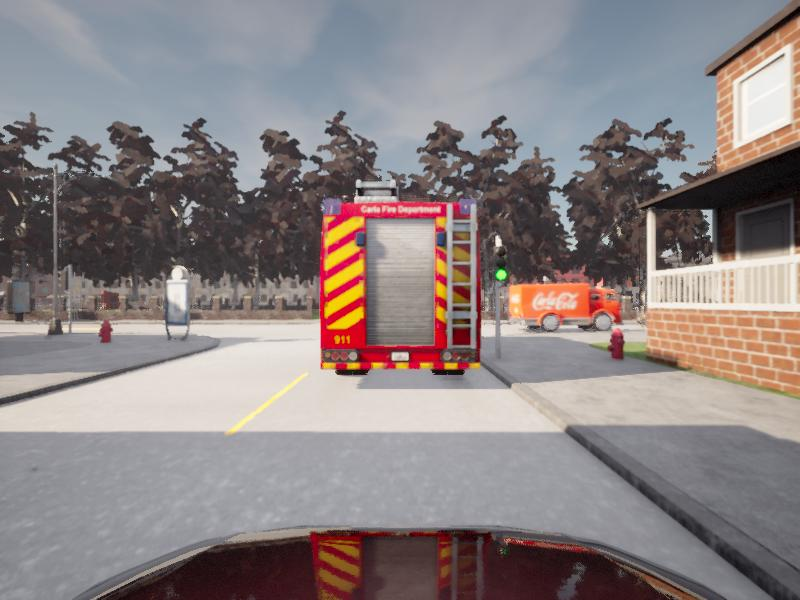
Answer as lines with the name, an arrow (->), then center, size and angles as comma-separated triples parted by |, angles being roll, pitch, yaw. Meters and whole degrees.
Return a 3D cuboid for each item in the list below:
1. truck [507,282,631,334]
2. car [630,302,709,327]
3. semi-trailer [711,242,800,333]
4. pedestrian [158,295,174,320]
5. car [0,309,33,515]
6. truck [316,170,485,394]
truck -> 8.500, 0.396, 20.603 | 5.204, 2.467, 2.627 | -1, 0, 0
car -> 16.571, 0.861, 24.702 | 3.633, 1.501, 1.845 | 0, 0, -2
semi-trailer -> 24.147, -0.590, 20.534 | 14.254, 4.402, 2.717 | 0, 0, 0
pedestrian -> -17.482, 0.575, 29.895 | 0.751, 1.860, 0.751 | 0, 0, 0
car -> -3.980, 0.830, 0.986 | 2.007, 1.525, 4.514 | 0, 0, 0
truck -> 0.012, -0.304, 11.075 | 2.891, 3.827, 8.468 | 0, 0, 0
